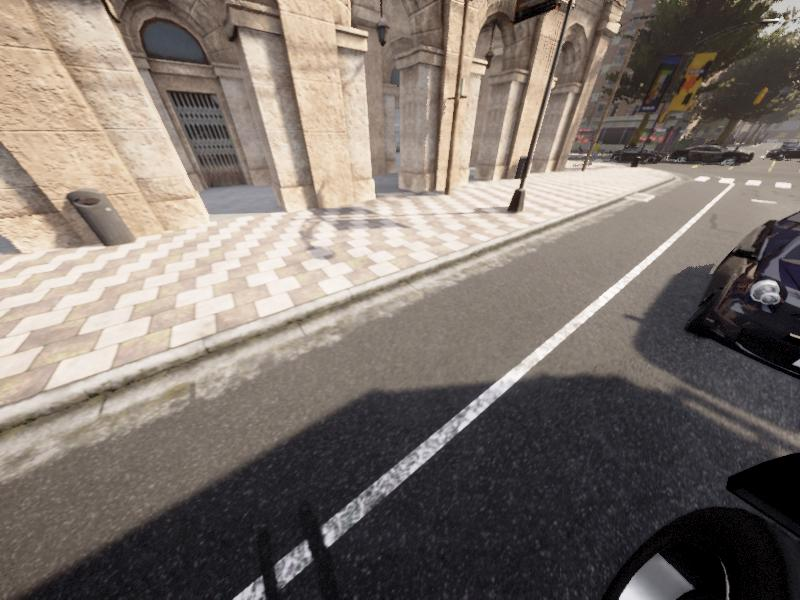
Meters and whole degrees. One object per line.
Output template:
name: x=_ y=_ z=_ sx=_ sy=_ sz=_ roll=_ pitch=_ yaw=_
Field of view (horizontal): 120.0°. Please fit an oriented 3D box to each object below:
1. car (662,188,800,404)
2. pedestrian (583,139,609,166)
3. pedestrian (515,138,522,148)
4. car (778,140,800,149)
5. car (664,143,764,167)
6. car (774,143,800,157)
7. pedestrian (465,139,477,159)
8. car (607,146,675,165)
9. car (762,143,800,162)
car: x=5.463 y=-0.238 z=2.890 sx=3.633 sy=1.501 sz=1.845 roll=-23 pitch=41 yaw=-29
pedestrian: x=16.383 y=-12.340 z=19.376 sx=0.751 sy=1.860 sz=0.751 roll=-8 pitch=36 yaw=-11
pedestrian: x=26.702 y=-35.500 z=52.169 sx=0.751 sy=1.860 sz=0.751 roll=-21 pitch=40 yaw=-26
car: x=80.224 y=-31.992 z=47.421 sx=4.902 sy=1.511 sz=2.128 roll=-23 pitch=41 yaw=-29
car: x=29.320 y=-13.796 z=21.832 sx=1.930 sy=1.638 sz=5.238 roll=-23 pitch=41 yaw=-28
car: x=51.042 y=-19.562 z=30.058 sx=4.181 sy=1.385 sz=1.994 roll=-23 pitch=41 yaw=-29
pedestrian: x=8.259 y=-17.532 z=26.812 sx=0.751 sy=1.860 sz=0.751 roll=-21 pitch=40 yaw=-27
car: x=23.926 y=-14.518 z=23.138 sx=1.994 sy=1.385 sz=4.181 roll=-23 pitch=41 yaw=-29
car: x=41.863 y=-15.100 z=23.694 sx=2.128 sy=1.511 sz=4.902 roll=-23 pitch=41 yaw=-28
